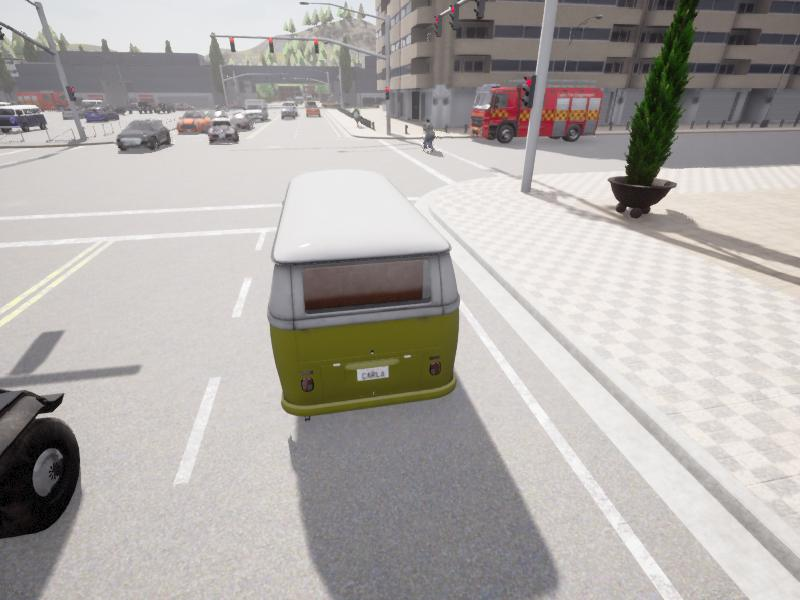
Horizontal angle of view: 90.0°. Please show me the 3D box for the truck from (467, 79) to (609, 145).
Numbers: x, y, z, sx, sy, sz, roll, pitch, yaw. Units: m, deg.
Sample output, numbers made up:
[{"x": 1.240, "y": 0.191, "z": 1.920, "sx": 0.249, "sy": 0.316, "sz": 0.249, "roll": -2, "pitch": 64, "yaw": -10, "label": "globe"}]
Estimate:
[{"x": 9.340, "y": -13.070, "z": 27.715, "sx": 8.468, "sy": 3.827, "sz": 2.891, "roll": -5, "pitch": 28, "yaw": -10, "label": "truck"}]

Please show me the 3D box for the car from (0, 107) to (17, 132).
[{"x": -35.169, "y": -15.072, "z": 33.586, "sx": 1.932, "sy": 1.855, "sz": 4.605, "roll": -5, "pitch": 28, "yaw": -10, "label": "car"}]

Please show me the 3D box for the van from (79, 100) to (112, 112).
[{"x": -61.564, "y": -39.260, "z": 80.847, "sx": 4.480, "sy": 2.038, "sz": 2.069, "roll": -5, "pitch": 28, "yaw": -9, "label": "van"}]

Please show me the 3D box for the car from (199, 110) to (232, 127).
[{"x": -20.054, "y": -19.902, "z": 43.734, "sx": 2.163, "sy": 1.488, "sz": 4.792, "roll": -5, "pitch": 28, "yaw": -10, "label": "car"}]

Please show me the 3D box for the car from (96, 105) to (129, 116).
[{"x": -44.209, "y": -29.221, "z": 61.639, "sx": 2.033, "sy": 1.415, "sz": 5.357, "roll": -5, "pitch": 28, "yaw": -10, "label": "car"}]

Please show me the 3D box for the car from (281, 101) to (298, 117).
[{"x": -17.258, "y": -30.008, "z": 62.778, "sx": 2.150, "sy": 2.045, "sz": 5.566, "roll": -5, "pitch": 28, "yaw": -10, "label": "car"}]

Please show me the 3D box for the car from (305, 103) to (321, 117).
[{"x": -13.295, "y": -28.992, "z": 61.069, "sx": 2.097, "sy": 1.767, "sz": 4.553, "roll": -5, "pitch": 28, "yaw": -10, "label": "car"}]

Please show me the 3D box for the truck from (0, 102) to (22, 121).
[{"x": -50.563, "y": -23.780, "z": 50.343, "sx": 2.069, "sy": 2.038, "sz": 4.478, "roll": -5, "pitch": 28, "yaw": -10, "label": "truck"}]

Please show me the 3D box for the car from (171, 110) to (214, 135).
[{"x": -18.156, "y": -15.745, "z": 35.302, "sx": 2.097, "sy": 1.767, "sz": 4.553, "roll": -5, "pitch": 28, "yaw": -10, "label": "car"}]

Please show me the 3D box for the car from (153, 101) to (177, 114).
[{"x": -39.949, "y": -32.797, "z": 68.072, "sx": 1.932, "sy": 1.855, "sz": 4.605, "roll": -5, "pitch": 28, "yaw": -10, "label": "car"}]

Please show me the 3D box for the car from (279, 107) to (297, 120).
[{"x": -15.733, "y": -26.325, "z": 56.316, "sx": 2.033, "sy": 1.411, "sz": 5.357, "roll": -6, "pitch": 28, "yaw": -11, "label": "car"}]

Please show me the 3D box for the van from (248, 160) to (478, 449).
[{"x": -0.682, "y": -0.530, "z": 5.469, "sx": 1.775, "sy": 1.987, "sz": 4.442, "roll": -5, "pitch": 28, "yaw": -10, "label": "van"}]

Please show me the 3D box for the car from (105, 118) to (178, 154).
[{"x": -15.744, "y": -10.242, "z": 24.711, "sx": 2.033, "sy": 1.649, "sz": 4.856, "roll": -5, "pitch": 27, "yaw": -10, "label": "car"}]

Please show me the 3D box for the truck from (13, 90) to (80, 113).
[{"x": -67.361, "y": -37.974, "z": 76.389, "sx": 8.468, "sy": 3.827, "sz": 2.891, "roll": -5, "pitch": 28, "yaw": -9, "label": "truck"}]

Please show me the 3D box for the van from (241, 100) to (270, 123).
[{"x": -17.951, "y": -23.642, "z": 49.971, "sx": 2.351, "sy": 2.431, "sz": 6.366, "roll": -5, "pitch": 28, "yaw": -10, "label": "van"}]

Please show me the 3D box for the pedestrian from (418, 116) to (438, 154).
[{"x": 1.548, "y": -9.194, "z": 22.298, "sx": 0.751, "sy": 1.860, "sz": 0.751, "roll": 23, "pitch": 35, "yaw": 37, "label": "pedestrian"}]

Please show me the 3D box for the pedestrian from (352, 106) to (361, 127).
[{"x": -4.220, "y": -17.850, "z": 38.916, "sx": 0.751, "sy": 1.860, "sz": 0.751, "roll": -5, "pitch": 28, "yaw": -10, "label": "pedestrian"}]

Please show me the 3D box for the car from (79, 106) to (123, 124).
[{"x": -35.285, "y": -21.955, "z": 47.348, "sx": 2.242, "sy": 1.667, "sz": 4.611, "roll": -5, "pitch": 28, "yaw": -10, "label": "car"}]

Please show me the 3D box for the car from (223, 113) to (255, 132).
[{"x": -15.112, "y": -16.751, "z": 37.721, "sx": 1.994, "sy": 1.385, "sz": 4.181, "roll": -5, "pitch": 28, "yaw": -10, "label": "car"}]

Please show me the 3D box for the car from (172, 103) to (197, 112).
[{"x": -43.405, "y": -38.801, "z": 80.629, "sx": 3.806, "sy": 1.475, "sz": 1.970, "roll": -5, "pitch": 28, "yaw": -10, "label": "car"}]

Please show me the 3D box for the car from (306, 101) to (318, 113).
[{"x": -16.085, "y": -35.345, "z": 73.342, "sx": 1.905, "sy": 1.878, "sz": 3.866, "roll": -5, "pitch": 28, "yaw": -10, "label": "car"}]

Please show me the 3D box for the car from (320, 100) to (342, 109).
[{"x": -16.364, "y": -46.522, "z": 95.077, "sx": 4.605, "sy": 1.855, "sz": 1.932, "roll": 2, "pitch": 27, "yaw": 4, "label": "car"}]

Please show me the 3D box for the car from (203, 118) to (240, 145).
[{"x": -12.492, "y": -11.933, "z": 28.185, "sx": 1.970, "sy": 1.475, "sz": 3.806, "roll": -9, "pitch": 28, "yaw": -17, "label": "car"}]

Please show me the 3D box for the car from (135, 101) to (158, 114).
[{"x": -42.798, "y": -32.560, "z": 67.621, "sx": 1.905, "sy": 1.878, "sz": 3.866, "roll": -5, "pitch": 28, "yaw": -10, "label": "car"}]

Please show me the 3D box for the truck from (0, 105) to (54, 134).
[{"x": -32.342, "y": -15.446, "z": 34.104, "sx": 2.069, "sy": 2.038, "sz": 4.478, "roll": -5, "pitch": 28, "yaw": -10, "label": "truck"}]

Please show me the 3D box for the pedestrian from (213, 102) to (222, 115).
[{"x": -28.330, "y": -29.772, "z": 62.147, "sx": 0.751, "sy": 1.860, "sz": 0.751, "roll": -6, "pitch": 28, "yaw": -11, "label": "pedestrian"}]

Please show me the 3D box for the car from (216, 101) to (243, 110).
[{"x": -37.428, "y": -42.693, "z": 87.911, "sx": 4.856, "sy": 1.649, "sz": 2.033, "roll": -5, "pitch": 28, "yaw": -10, "label": "car"}]

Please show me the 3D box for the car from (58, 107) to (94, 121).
[{"x": -42.055, "y": -24.273, "z": 52.024, "sx": 1.970, "sy": 1.475, "sz": 3.806, "roll": -5, "pitch": 28, "yaw": -10, "label": "car"}]

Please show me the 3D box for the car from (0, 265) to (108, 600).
[{"x": -3.361, "y": 1.529, "z": 1.573, "sx": 1.905, "sy": 1.878, "sz": 3.866, "roll": -5, "pitch": 28, "yaw": -10, "label": "car"}]
